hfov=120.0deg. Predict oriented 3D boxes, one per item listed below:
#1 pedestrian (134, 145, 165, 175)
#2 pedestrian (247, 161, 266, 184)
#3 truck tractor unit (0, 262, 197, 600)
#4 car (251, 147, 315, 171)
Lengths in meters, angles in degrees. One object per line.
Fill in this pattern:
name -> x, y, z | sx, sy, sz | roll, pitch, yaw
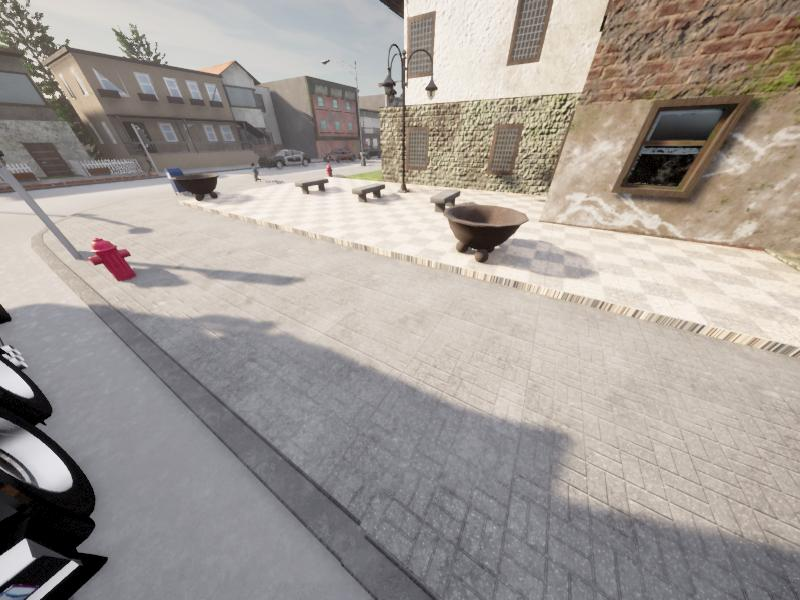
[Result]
pedestrian -> -19.019, -10.656, 17.580 | 0.751, 1.860, 0.751 | 19, 39, 25
pedestrian -> -8.475, -7.530, 13.665 | 0.500, 1.100, 0.500 | 29, 44, 35
truck tractor unit -> -5.108, -0.303, 0.784 | 6.516, 4.208, 3.053 | 18, 39, 24
car -> -11.195, -13.893, 22.585 | 1.930, 1.638, 5.238 | 18, 39, 24
